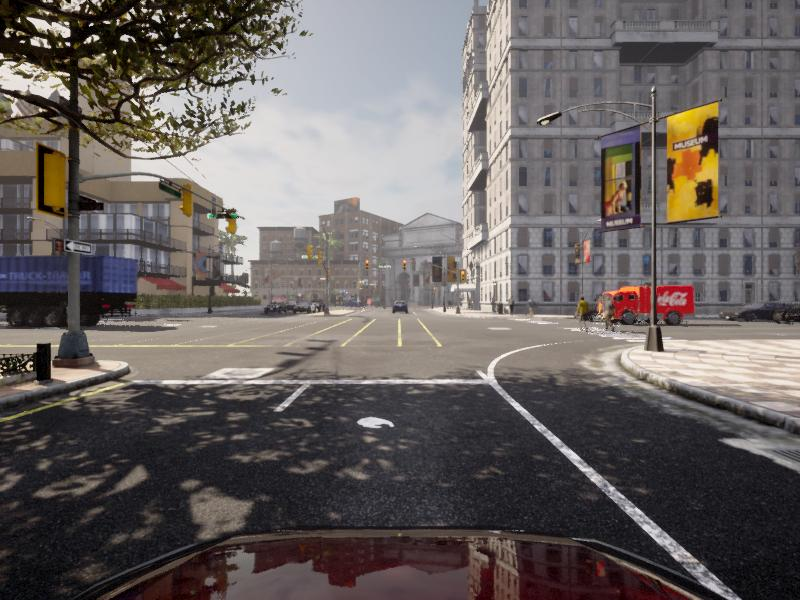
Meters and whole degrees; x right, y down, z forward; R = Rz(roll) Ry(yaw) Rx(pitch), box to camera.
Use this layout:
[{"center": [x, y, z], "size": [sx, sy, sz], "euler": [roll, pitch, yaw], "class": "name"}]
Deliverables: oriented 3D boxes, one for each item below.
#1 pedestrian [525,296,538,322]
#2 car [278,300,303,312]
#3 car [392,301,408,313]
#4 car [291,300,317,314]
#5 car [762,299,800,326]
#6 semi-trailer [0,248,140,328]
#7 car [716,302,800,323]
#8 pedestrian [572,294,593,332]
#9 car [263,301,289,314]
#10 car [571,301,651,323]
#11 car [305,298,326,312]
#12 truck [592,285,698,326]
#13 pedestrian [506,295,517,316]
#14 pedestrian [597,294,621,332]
[{"center": [9.652, 0.637, 29.408], "size": [0.751, 1.860, 0.751], "euler": [0, 0, 6], "class": "pedestrian"}, {"center": [-14.985, 0.770, 55.106], "size": [1.930, 1.638, 5.238], "euler": [0, 0, 0], "class": "car"}, {"center": [0.017, 0.852, 50.896], "size": [1.970, 1.475, 3.806], "euler": [0, 0, 0], "class": "car"}, {"center": [-11.489, 0.825, 48.237], "size": [2.038, 1.542, 4.974], "euler": [0, 0, 0], "class": "car"}, {"center": [26.864, 0.770, 25.832], "size": [5.238, 1.638, 1.930], "euler": [0, 0, 0], "class": "car"}, {"center": [-23.356, -0.623, 24.533], "size": [14.254, 4.402, 2.717], "euler": [0, 0, 9], "class": "semi-trailer"}, {"center": [26.662, 0.894, 29.336], "size": [5.357, 1.411, 2.033], "euler": [0, 0, 0], "class": "car"}, {"center": [9.111, 0.637, 19.980], "size": [0.751, 1.860, 0.751], "euler": [0, 0, 3], "class": "pedestrian"}, {"center": [-14.984, 0.852, 48.417], "size": [1.970, 1.475, 3.806], "euler": [0, 0, 0], "class": "car"}, {"center": [15.353, 0.842, 29.280], "size": [4.892, 1.490, 1.837], "euler": [-1, 0, 0], "class": "car"}, {"center": [-11.485, 0.651, 54.488], "size": [1.932, 1.855, 4.605], "euler": [0, 0, 0], "class": "car"}, {"center": [15.595, 0.348, 25.778], "size": [5.204, 2.467, 2.627], "euler": [-1, 0, 0], "class": "truck"}, {"center": [9.910, 0.484, 35.497], "size": [0.751, 1.860, 0.751], "euler": [0, 0, -2], "class": "pedestrian"}, {"center": [10.412, 0.637, 19.946], "size": [0.751, 1.860, 0.751], "euler": [0, 0, -2], "class": "pedestrian"}]
